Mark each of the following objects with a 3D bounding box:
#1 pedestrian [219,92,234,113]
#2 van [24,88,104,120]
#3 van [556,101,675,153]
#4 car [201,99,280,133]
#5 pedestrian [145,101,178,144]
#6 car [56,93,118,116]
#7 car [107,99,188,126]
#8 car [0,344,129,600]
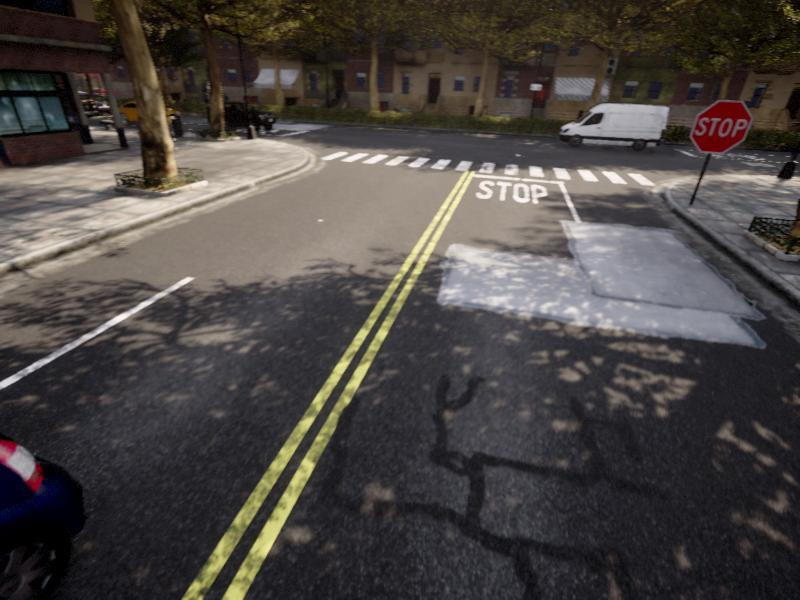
[{"bbox_3d":[-17.447,-19.881,40.251,0.751,1.860,0.751,7,28,8],"label":"pedestrian"},{"bbox_3d":[-26.187,-15.334,31.259,4.480,2.038,2.069,9,29,13],"label":"van"},{"bbox_3d":[13.312,-10.972,25.277,5.915,2.561,1.988,9,29,13],"label":"van"},{"bbox_3d":[-11.026,-12.848,27.810,4.605,1.855,1.932,9,29,13],"label":"car"},{"bbox_3d":[-11.547,-8.607,19.430,0.751,1.860,0.751,3,28,2],"label":"pedestrian"},{"bbox_3d":[-27.161,-17.000,34.792,3.988,1.617,1.851,9,29,13],"label":"car"},{"bbox_3d":[-18.642,-13.909,29.640,5.008,1.535,1.882,9,29,13],"label":"car"},{"bbox_3d":[-3.488,1.740,1.151,1.851,1.617,3.988,10,29,15],"label":"car"}]
